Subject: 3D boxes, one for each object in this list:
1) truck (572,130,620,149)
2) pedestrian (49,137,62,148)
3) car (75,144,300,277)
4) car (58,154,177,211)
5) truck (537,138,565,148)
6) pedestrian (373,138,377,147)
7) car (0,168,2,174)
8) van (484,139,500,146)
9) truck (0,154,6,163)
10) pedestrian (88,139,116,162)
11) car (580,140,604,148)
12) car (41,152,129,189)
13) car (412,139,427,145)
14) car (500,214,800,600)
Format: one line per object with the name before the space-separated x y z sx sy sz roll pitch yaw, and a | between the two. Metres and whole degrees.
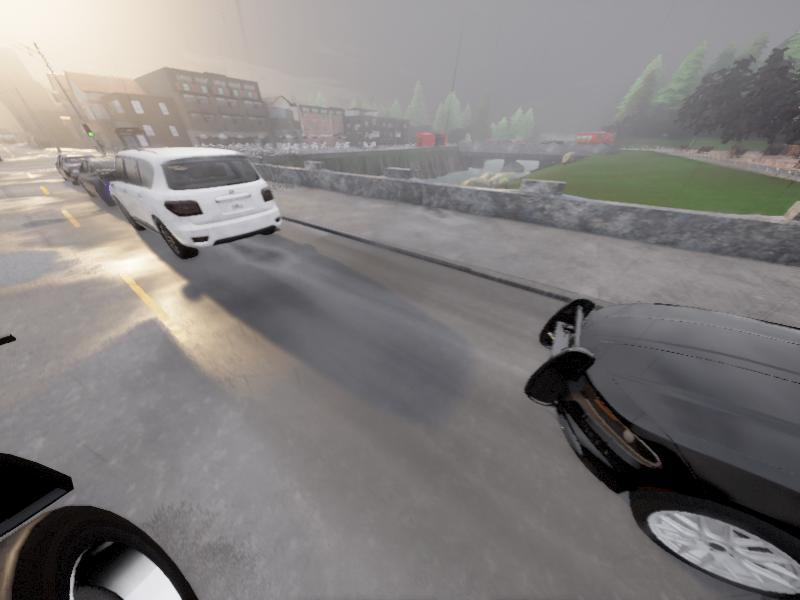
truck | 50.436 -41.507 59.810 8.468 3.827 2.891 22 41 28
pedestrian | -72.623 -33.252 48.672 0.751 1.860 0.751 23 41 28
car | -5.488 -2.730 5.964 5.566 2.045 2.150 22 41 28
car | -11.863 -5.097 9.722 4.514 1.525 2.007 22 41 28
truck | 44.215 -46.130 67.818 6.274 2.098 2.390 22 41 28
pedestrian | -6.444 -40.440 59.401 0.751 1.860 0.751 22 41 28
car | -30.641 -9.799 16.447 4.718 1.301 1.895 22 41 28
van | 30.179 -51.764 75.801 4.442 1.987 1.775 22 41 28
truck | -41.922 -14.841 22.512 5.204 2.467 2.627 21 40 28
pedestrian | -29.404 -14.811 22.850 0.751 1.860 0.751 -13 37 -18
car | 52.432 -42.711 63.229 4.605 1.855 1.932 22 41 28
car | -18.289 -7.638 13.391 5.357 1.411 2.033 22 41 28
car | 7.181 -58.125 84.942 4.856 1.649 2.033 22 41 28
car | 3.566 1.092 0.965 5.238 1.638 1.930 21 40 28
